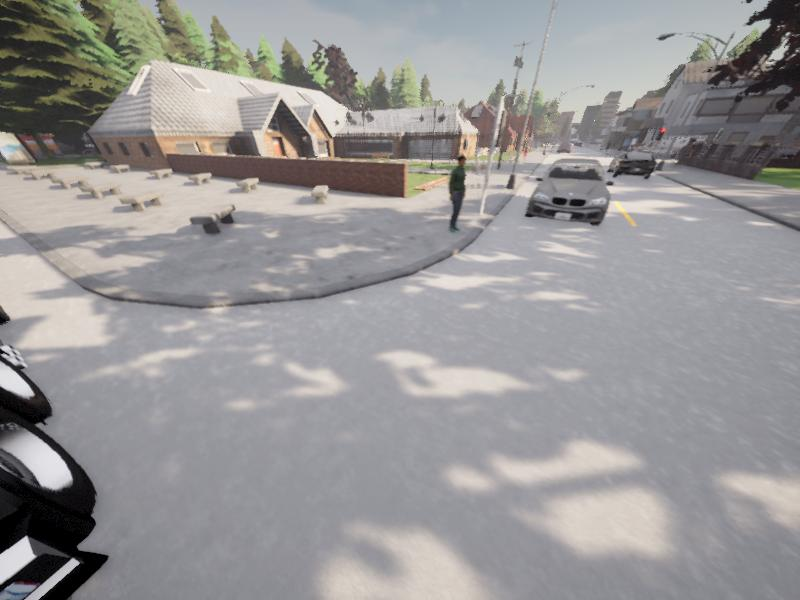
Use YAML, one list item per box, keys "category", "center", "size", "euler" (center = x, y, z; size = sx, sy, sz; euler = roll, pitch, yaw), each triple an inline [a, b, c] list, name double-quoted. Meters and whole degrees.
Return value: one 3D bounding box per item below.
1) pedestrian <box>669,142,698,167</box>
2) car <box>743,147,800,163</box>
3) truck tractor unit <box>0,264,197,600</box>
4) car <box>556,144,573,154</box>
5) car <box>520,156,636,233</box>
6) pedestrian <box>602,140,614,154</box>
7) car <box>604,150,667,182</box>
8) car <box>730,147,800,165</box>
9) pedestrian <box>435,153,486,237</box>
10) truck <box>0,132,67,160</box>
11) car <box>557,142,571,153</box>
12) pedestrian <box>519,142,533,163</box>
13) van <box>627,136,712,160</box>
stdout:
- category: "pedestrian"
  center: [25.229, -13.005, 20.601]
  size: [0.751, 1.860, 0.751]
  euler: [18, 39, 24]
- category: "car"
  center: [42.577, -16.073, 25.559]
  size: [4.718, 1.301, 1.895]
  euler: [18, 39, 25]
- category: "truck tractor unit"
  center: [-5.114, -0.297, 0.780]
  size: [6.516, 4.208, 3.053]
  euler: [18, 39, 24]
- category: "car"
  center: [29.156, -26.818, 41.065]
  size: [1.994, 1.385, 4.181]
  euler: [18, 39, 24]
- category: "car"
  center: [6.104, -4.086, 8.359]
  size: [2.242, 1.667, 4.611]
  euler: [18, 39, 25]
- category: "pedestrian"
  center: [33.826, -24.827, 37.528]
  size: [0.751, 1.860, 0.751]
  euler: [25, 42, 31]
- category: "car"
  center: [16.297, -9.622, 16.331]
  size: [1.882, 1.535, 5.008]
  euler: [18, 39, 25]
- category: "car"
  center: [38.860, -14.801, 23.681]
  size: [5.357, 1.411, 2.033]
  euler: [19, 39, 26]
- category: "pedestrian"
  center: [1.520, -2.744, 6.067]
  size: [0.751, 1.860, 0.751]
  euler: [-25, 42, -31]
- category: "truck"
  center: [-66.161, -26.702, 40.043]
  size: [2.891, 3.827, 8.468]
  euler: [18, 39, 24]
- category: "car"
  center: [32.638, -30.417, 45.995]
  size: [1.851, 1.617, 3.988]
  euler: [18, 39, 25]
- category: "pedestrian"
  center: [13.689, -16.048, 25.083]
  size: [0.751, 1.860, 0.751]
  euler: [19, 39, 26]
- category: "van"
  center: [33.871, -19.452, 29.509]
  size: [6.366, 2.431, 2.351]
  euler: [19, 39, 26]
